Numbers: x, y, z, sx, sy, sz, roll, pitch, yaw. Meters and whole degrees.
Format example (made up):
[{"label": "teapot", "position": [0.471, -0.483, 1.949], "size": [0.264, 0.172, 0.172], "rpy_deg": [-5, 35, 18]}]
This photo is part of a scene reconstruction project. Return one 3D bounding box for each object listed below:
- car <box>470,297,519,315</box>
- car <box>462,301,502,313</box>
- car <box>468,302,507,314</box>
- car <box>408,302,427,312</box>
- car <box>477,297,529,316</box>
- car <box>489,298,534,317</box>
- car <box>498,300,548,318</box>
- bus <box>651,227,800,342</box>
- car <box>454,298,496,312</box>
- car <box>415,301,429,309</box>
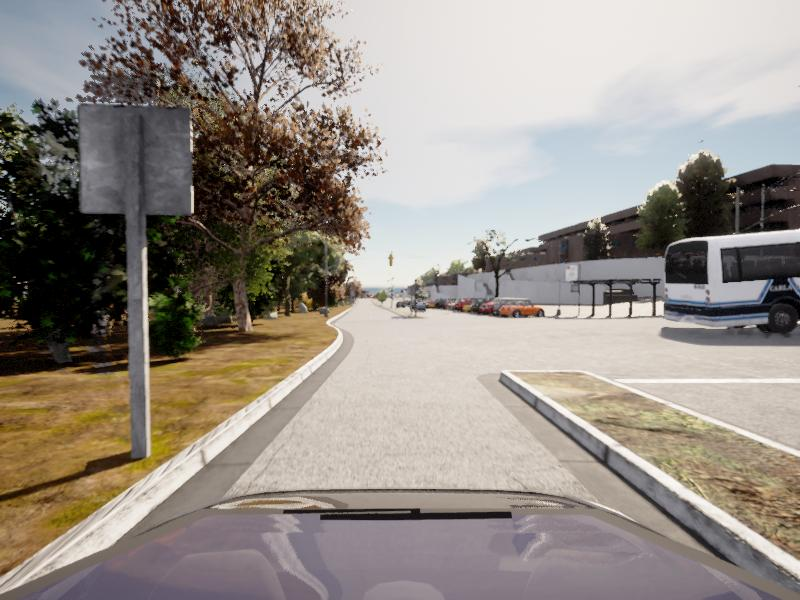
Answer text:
[{"label": "car", "position": [11.735, 0.733, 49.425], "size": [5.566, 2.045, 2.435], "rpy_deg": [1, 0, -25]}, {"label": "car", "position": [11.343, 0.970, 55.478], "size": [5.366, 1.575, 1.946], "rpy_deg": [1, 0, -25]}, {"label": "car", "position": [11.438, 1.017, 52.407], "size": [4.674, 1.452, 2.002], "rpy_deg": [1, 0, -25]}, {"label": "car", "position": [2.667, 1.045, 62.059], "size": [2.033, 1.411, 5.357], "rpy_deg": [0, 0, -8]}, {"label": "car", "position": [11.943, 0.739, 46.395], "size": [5.566, 2.045, 2.435], "rpy_deg": [1, 0, -25]}, {"label": "car", "position": [12.109, 0.770, 43.361], "size": [4.442, 1.987, 1.878], "rpy_deg": [1, 0, -25]}, {"label": "car", "position": [12.409, 0.878, 40.398], "size": [4.553, 1.767, 2.185], "rpy_deg": [1, 0, -24]}, {"label": "bus", "position": [17.510, -0.963, 17.558], "size": [10.273, 4.253, 3.944], "rpy_deg": [-5, 3, 2]}, {"label": "car", "position": [10.931, 0.714, 58.403], "size": [5.566, 2.045, 2.435], "rpy_deg": [1, 0, -25]}, {"label": "car", "position": [4.156, 0.997, 76.363], "size": [2.163, 1.488, 4.792], "rpy_deg": [0, 0, -5]}]
